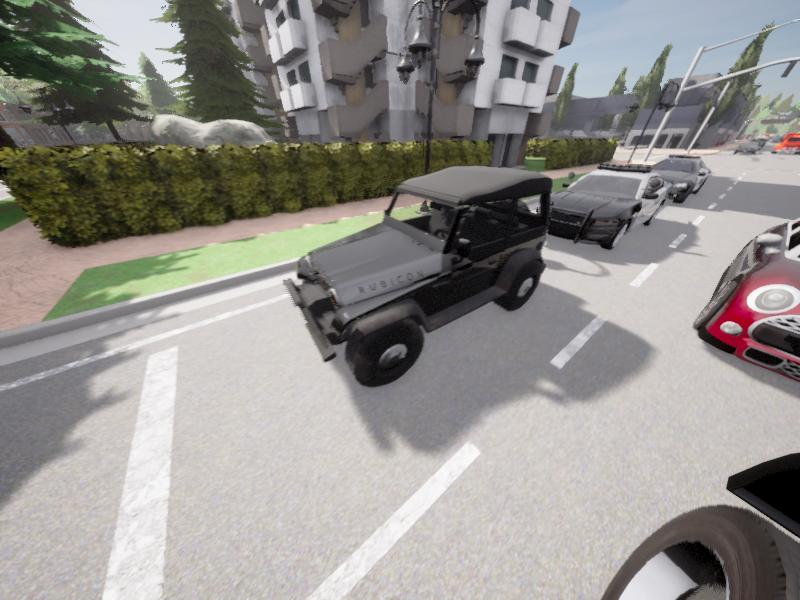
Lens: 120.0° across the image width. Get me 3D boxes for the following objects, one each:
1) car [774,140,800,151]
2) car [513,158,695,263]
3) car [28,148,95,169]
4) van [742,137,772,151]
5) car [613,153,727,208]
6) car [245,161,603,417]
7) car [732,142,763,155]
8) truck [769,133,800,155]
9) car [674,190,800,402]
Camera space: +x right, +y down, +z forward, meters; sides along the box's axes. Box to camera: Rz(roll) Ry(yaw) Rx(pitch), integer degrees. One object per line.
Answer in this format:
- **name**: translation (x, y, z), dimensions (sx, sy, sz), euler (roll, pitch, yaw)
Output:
- **car**: translation (67.163, -26.711, 39.961), dimensions (4.792, 1.488, 2.163), euler (-23, 41, -29)
- **car**: translation (5.750, -2.815, 6.431), dimensions (5.238, 1.638, 1.930), euler (-23, 41, -29)
- **car**: translation (-33.771, -14.365, 23.290), dimensions (2.033, 1.411, 5.357), euler (-20, 40, -26)
- **van**: translation (63.993, -28.083, 41.449), dimensions (4.480, 2.038, 2.069), euler (-23, 41, -29)
- **car**: translation (11.957, -5.446, 10.207), dimensions (4.974, 1.542, 2.038), euler (-23, 41, -29)
- **car**: translation (0.471, -0.701, 3.259), dimensions (3.866, 1.878, 1.905), euler (-22, 40, -27)
- **car**: translation (49.575, -21.627, 32.921), dimensions (4.674, 1.442, 1.812), euler (-23, 41, -29)
- **truck**: translation (55.227, -21.974, 32.476), dimensions (5.204, 2.467, 2.627), euler (-23, 41, -29)
- **car**: translation (5.679, -0.181, 2.839), dimensions (3.806, 1.475, 1.970), euler (-23, 41, -29)
